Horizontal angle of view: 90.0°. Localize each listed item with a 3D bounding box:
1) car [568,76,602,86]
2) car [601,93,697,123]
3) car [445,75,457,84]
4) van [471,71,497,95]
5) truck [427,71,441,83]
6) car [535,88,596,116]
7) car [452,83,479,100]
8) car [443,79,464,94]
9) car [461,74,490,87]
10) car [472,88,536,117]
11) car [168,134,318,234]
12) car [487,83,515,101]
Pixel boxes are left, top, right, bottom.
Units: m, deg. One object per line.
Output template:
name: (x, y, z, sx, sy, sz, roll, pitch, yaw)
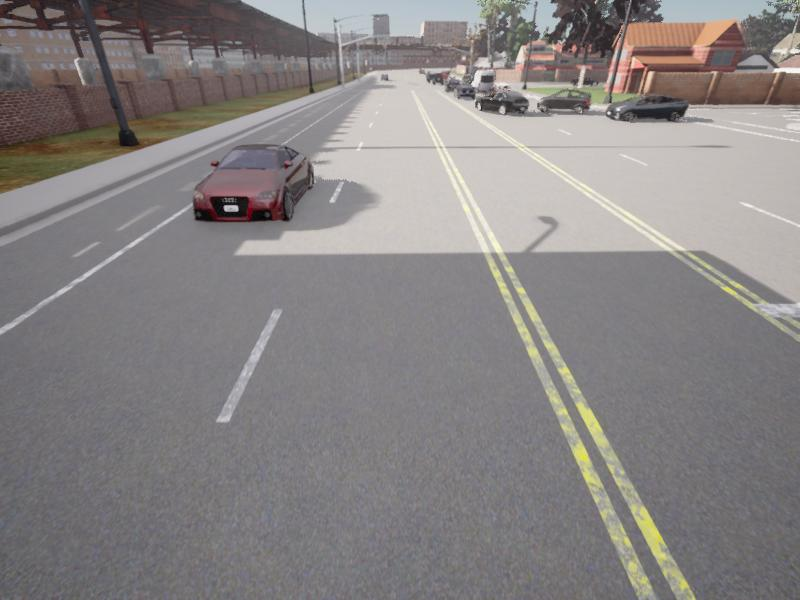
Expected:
car: (32.754, -38.744, 70.849, 4.892, 1.490, 1.837, -1, 30, -1)
car: (15.597, -12.148, 25.292, 4.514, 1.525, 2.007, 1, 30, 1)
car: (10.514, -45.389, 82.254, 1.970, 1.475, 3.806, 0, 31, 0)
van: (10.500, -27.614, 50.757, 1.988, 2.561, 5.915, 0, 30, 0)
truck: (7.014, -46.953, 84.198, 2.390, 2.098, 6.274, 0, 31, 0)
car: (12.213, -14.692, 29.619, 3.705, 1.549, 1.789, 18, 36, 27)
car: (6.981, -22.588, 43.288, 2.033, 1.411, 5.357, 0, 30, 0)
car: (7.010, -28.167, 52.721, 2.128, 1.511, 4.902, 0, 30, 0)
car: (13.035, -38.159, 69.459, 4.605, 1.855, 1.932, -17, 34, -26)
car: (7.563, -14.720, 29.726, 1.837, 1.490, 4.892, -14, 34, -21)
car: (-3.460, -3.046, 9.863, 1.994, 1.385, 4.181, 0, 30, 0)
car: (10.540, -21.913, 42.053, 1.970, 1.475, 3.806, 0, 30, 0)
